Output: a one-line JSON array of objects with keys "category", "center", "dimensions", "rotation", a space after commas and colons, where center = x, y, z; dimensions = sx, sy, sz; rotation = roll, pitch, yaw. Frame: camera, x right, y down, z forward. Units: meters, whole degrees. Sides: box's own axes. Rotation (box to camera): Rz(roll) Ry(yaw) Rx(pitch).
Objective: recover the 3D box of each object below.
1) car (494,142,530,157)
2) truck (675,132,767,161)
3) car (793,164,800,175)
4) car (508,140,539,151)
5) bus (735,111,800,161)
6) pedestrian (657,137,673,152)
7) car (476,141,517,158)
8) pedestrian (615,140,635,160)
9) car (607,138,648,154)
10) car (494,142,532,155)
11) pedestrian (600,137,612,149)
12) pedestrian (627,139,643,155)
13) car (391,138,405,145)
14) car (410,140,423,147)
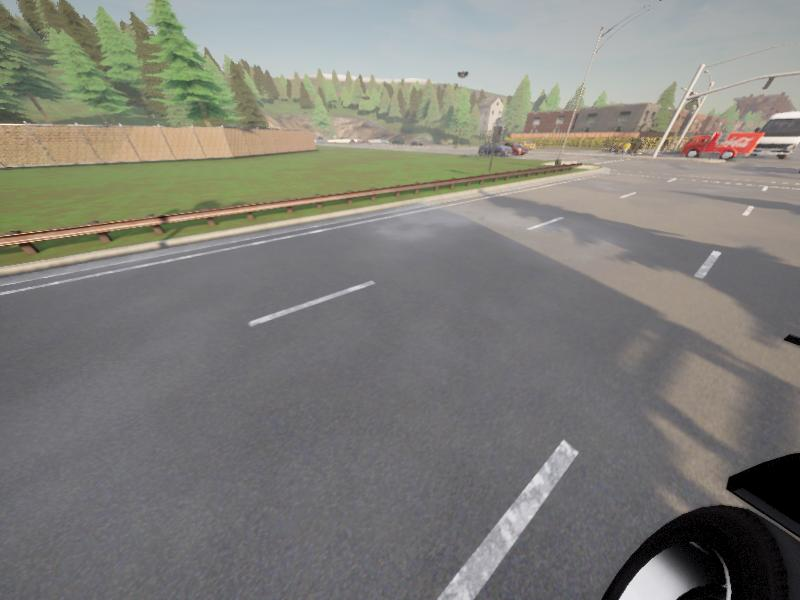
[{"category": "car", "center": [15.818, -21.413, 32.728], "dimensions": [1.851, 1.617, 3.988], "rotation": [-22, 40, -27]}, {"category": "truck", "center": [35.368, -17.112, 25.719], "dimensions": [2.627, 2.467, 5.204], "rotation": [-22, 40, -27]}, {"category": "car", "center": [29.569, -9.517, 15.831], "dimensions": [4.902, 1.511, 2.128], "rotation": [-22, 41, -28]}, {"category": "car", "center": [24.184, -30.545, 45.624], "dimensions": [1.801, 1.575, 5.366], "rotation": [-14, 38, -19]}, {"category": "bus", "center": [44.831, -19.235, 27.101], "dimensions": [10.273, 4.253, 3.944], "rotation": [-22, 41, -28]}, {"category": "pedestrian", "center": [41.182, -24.223, 35.916], "dimensions": [0.751, 1.860, 0.751], "rotation": [-26, 42, -31]}, {"category": "car", "center": [12.865, -20.396, 31.150], "dimensions": [2.097, 1.767, 4.553], "rotation": [-22, 40, -27]}, {"category": "pedestrian", "center": [25.293, -16.888, 25.972], "dimensions": [0.751, 1.860, 0.751], "rotation": [-24, 42, -30]}, {"category": "car", "center": [35.405, -24.060, 36.064], "dimensions": [1.905, 1.878, 3.866], "rotation": [-24, 41, -29]}, {"category": "car", "center": [17.451, -23.568, 35.878], "dimensions": [2.163, 1.488, 4.792], "rotation": [-22, 40, -27]}, {"category": "pedestrian", "center": [39.404, -30.020, 44.201], "dimensions": [0.751, 1.860, 0.751], "rotation": [-22, 41, -28]}, {"category": "pedestrian", "center": [32.559, -21.218, 32.047], "dimensions": [0.751, 1.860, 0.751], "rotation": [-26, 42, -31]}, {"category": "car", "center": [-0.699, -54.316, 79.130], "dimensions": [2.150, 2.045, 5.566], "rotation": [-22, 40, -27]}, {"category": "car", "center": [4.747, -45.955, 67.721], "dimensions": [1.970, 1.475, 3.806], "rotation": [-22, 40, -27]}]
